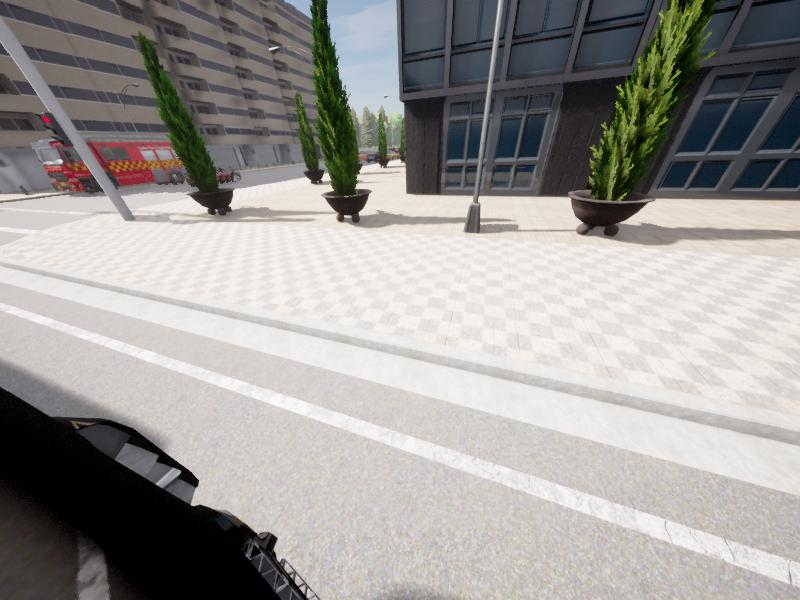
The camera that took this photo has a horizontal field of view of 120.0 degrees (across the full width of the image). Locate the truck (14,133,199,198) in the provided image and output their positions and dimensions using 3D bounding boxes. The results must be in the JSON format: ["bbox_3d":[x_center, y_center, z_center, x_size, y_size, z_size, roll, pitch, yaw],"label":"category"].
[{"bbox_3d":[-23.211,-11.554,19.534,2.891,3.827,8.468,9,35,17],"label":"truck"}]

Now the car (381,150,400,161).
[{"bbox_3d":[-1.702,-28.040,44.681,1.801,1.575,5.366,9,35,17],"label":"car"}]

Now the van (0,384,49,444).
[{"bbox_3d":[-6.108,0.532,1.813,4.442,1.987,1.775,9,35,17],"label":"van"}]

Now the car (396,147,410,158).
[{"bbox_3d":[0.766,-32.211,50.477,1.905,1.878,3.866,9,35,17],"label":"car"}]

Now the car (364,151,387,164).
[{"bbox_3d":[-4.026,-24.213,39.157,2.007,1.525,4.514,9,35,17],"label":"car"}]

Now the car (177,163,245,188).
[{"bbox_3d":[-15.921,-10.670,19.765,1.970,1.475,3.806,9,35,17],"label":"car"}]
